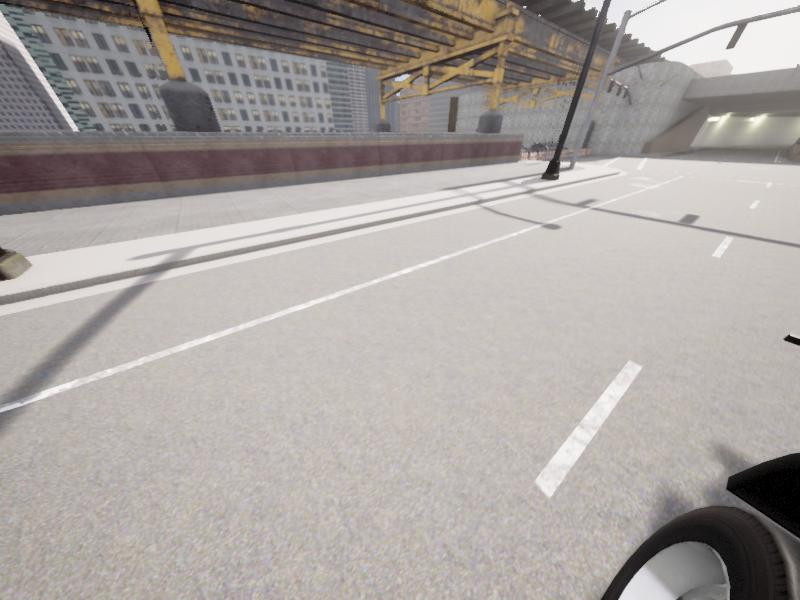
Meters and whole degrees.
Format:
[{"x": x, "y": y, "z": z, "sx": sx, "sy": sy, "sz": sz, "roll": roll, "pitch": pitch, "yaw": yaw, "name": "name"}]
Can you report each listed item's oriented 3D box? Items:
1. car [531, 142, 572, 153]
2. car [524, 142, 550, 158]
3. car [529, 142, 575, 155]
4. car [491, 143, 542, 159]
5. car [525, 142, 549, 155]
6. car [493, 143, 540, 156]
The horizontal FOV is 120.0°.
[{"x": 21.654, "y": -21.899, "z": 33.085, "sx": 4.536, "sy": 1.218, "sz": 1.853, "roll": -4, "pitch": 35, "yaw": -5, "name": "car"}, {"x": 17.758, "y": -19.613, "z": 30.153, "sx": 2.038, "sy": 1.542, "sz": 4.974, "roll": 11, "pitch": 37, "yaw": 15, "name": "car"}, {"x": 21.706, "y": -21.774, "z": 33.180, "sx": 4.974, "sy": 1.542, "sz": 2.038, "roll": -4, "pitch": 35, "yaw": -5, "name": "car"}, {"x": 13.986, "y": -18.070, "z": 28.002, "sx": 4.974, "sy": 1.542, "sz": 2.038, "roll": 5, "pitch": 36, "yaw": 7, "name": "car"}, {"x": 17.773, "y": -19.770, "z": 30.103, "sx": 1.853, "sy": 1.218, "sz": 4.536, "roll": 11, "pitch": 37, "yaw": 15, "name": "car"}, {"x": 13.934, "y": -18.203, "z": 27.918, "sx": 4.536, "sy": 1.218, "sz": 1.853, "roll": 5, "pitch": 36, "yaw": 7, "name": "car"}]
